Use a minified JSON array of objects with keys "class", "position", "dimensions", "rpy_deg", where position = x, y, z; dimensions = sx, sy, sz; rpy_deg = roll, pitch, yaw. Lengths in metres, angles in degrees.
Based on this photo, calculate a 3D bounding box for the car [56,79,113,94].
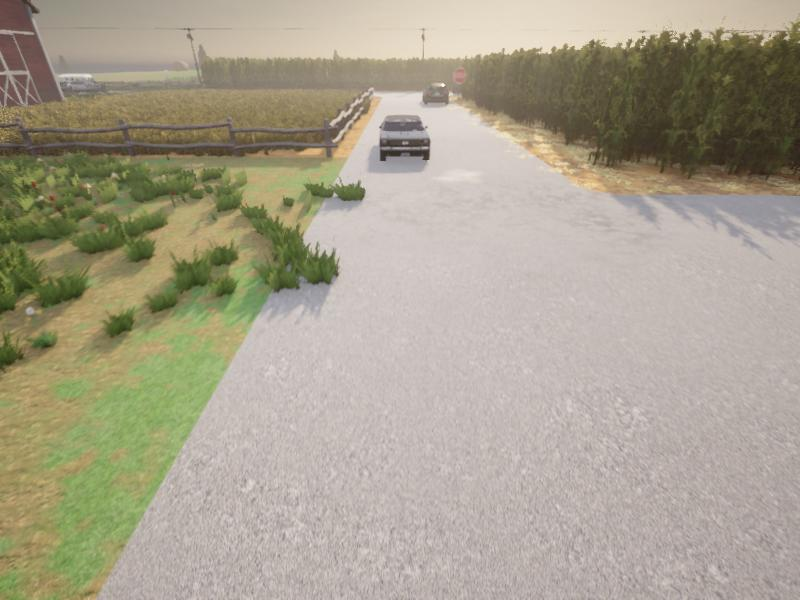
[{"class":"car","position":[-38.459,-26.080,48.903],"dimensions":[4.974,1.542,2.038],"rpy_deg":[0,30,0]}]

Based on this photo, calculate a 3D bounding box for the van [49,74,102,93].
[{"class":"van","position":[-41.721,-27.898,51.566],"dimensions":[4.480,2.038,2.069],"rpy_deg":[0,30,0]}]

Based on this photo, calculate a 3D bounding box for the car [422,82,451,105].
[{"class":"car","position":[3.250,-18.971,36.704],"dimensions":[2.242,1.667,4.611],"rpy_deg":[0,30,0]}]

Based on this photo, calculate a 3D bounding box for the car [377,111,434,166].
[{"class":"car","position":[0.127,-6.481,15.762],"dimensions":[1.895,1.301,4.718],"rpy_deg":[-1,30,-1]}]

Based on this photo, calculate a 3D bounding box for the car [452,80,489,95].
[{"class":"car","position":[8.496,-25.612,48.228],"dimensions":[3.806,1.475,1.970],"rpy_deg":[-10,32,-17]}]
